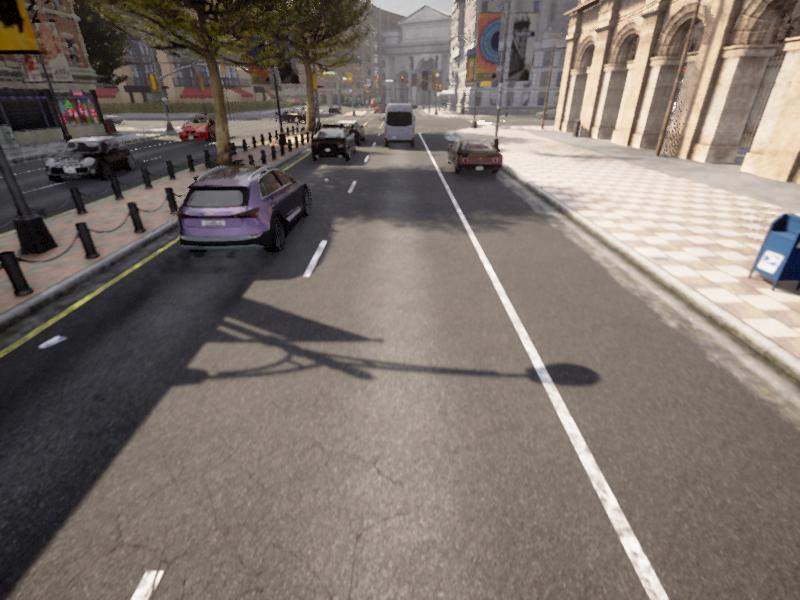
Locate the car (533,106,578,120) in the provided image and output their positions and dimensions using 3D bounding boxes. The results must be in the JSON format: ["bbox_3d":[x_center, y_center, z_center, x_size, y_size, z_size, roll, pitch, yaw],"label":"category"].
[{"bbox_3d":[20.988,-25.317,54.096,5.027,1.651,2.152,0,27,0],"label":"car"}]

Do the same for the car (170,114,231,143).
[{"bbox_3d":[-15.044,-13.174,30.596,2.242,1.667,4.611,0,27,0],"label":"car"}]

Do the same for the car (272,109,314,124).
[{"bbox_3d":[-12.999,-22.285,48.545,4.892,1.490,1.837,15,30,26],"label":"car"}]

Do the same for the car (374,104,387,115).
[{"bbox_3d":[-3.598,-35.774,74.947,2.152,1.651,5.027,0,27,0],"label":"car"}]

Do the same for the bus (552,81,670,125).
[{"bbox_3d":[22.976,-21.817,44.377,10.273,4.253,3.944,0,27,1],"label":"bus"}]

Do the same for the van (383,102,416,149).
[{"bbox_3d":[-0.034,-12.000,27.259,1.988,2.561,5.915,0,27,0],"label":"van"}]

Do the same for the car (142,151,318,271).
[{"bbox_3d":[-3.513,-2.407,9.573,2.033,1.649,4.856,0,27,0],"label":"car"}]

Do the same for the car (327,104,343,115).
[{"bbox_3d":[-11.593,-34.304,71.809,1.930,1.638,5.238,0,27,0],"label":"car"}]

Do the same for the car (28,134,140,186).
[{"bbox_3d":[-12.782,-5.881,16.574,1.970,1.475,3.806,-5,28,-10],"label":"car"}]

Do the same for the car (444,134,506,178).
[{"bbox_3d":[3.224,-6.625,18.108,1.895,1.301,4.718,0,27,0],"label":"car"}]

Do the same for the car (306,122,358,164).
[{"bbox_3d":[-3.529,-8.671,21.775,1.930,1.638,5.238,0,27,0],"label":"car"}]

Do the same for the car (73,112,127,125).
[{"bbox_3d":[-35.738,-21.655,47.680,4.718,1.301,1.895,0,27,0],"label":"car"}]

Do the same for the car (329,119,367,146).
[{"bbox_3d":[-3.532,-11.709,27.880,1.970,1.475,3.806,1,27,2],"label":"car"}]

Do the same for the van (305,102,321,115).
[{"bbox_3d":[-15.092,-33.361,69.615,1.775,1.987,4.442,0,27,0],"label":"van"}]
